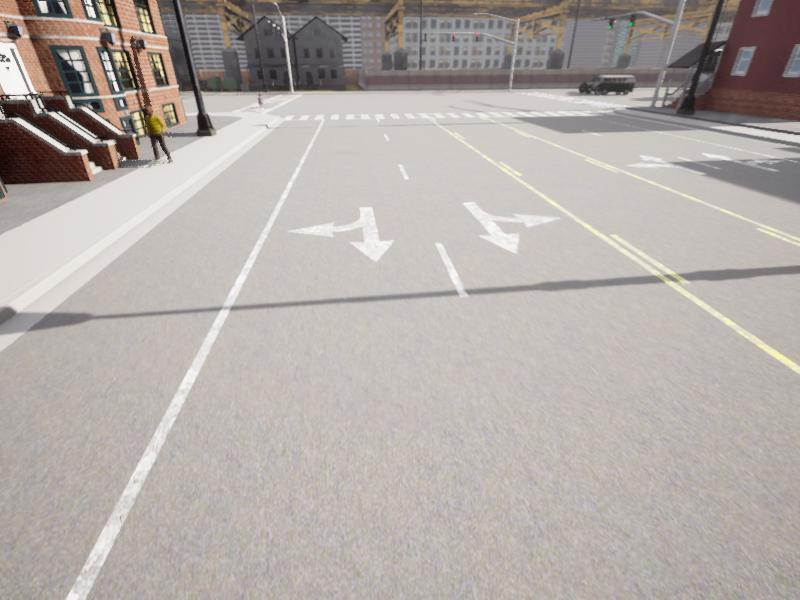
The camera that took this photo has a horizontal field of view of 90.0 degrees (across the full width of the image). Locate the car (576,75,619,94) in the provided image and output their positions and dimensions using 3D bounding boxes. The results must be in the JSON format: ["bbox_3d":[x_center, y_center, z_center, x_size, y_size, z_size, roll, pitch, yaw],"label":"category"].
[{"bbox_3d":[23.656,-25.828,47.989,3.866,1.878,1.905,-3,30,-5],"label":"car"}]

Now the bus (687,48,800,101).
[{"bbox_3d":[35.208,-22.227,39.395,10.273,4.253,3.944,-3,30,-5],"label":"bus"}]

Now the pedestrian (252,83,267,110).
[{"bbox_3d":[-11.150,-16.149,31.782,0.751,1.860,0.751,-5,31,-9],"label":"pedestrian"}]

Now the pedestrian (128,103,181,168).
[{"bbox_3d":[-7.928,-5.349,13.011,0.751,1.860,0.751,-1,30,-2],"label":"pedestrian"}]

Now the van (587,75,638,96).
[{"bbox_3d":[23.835,-24.099,44.941,4.442,1.987,1.775,-3,30,-5],"label":"van"}]
